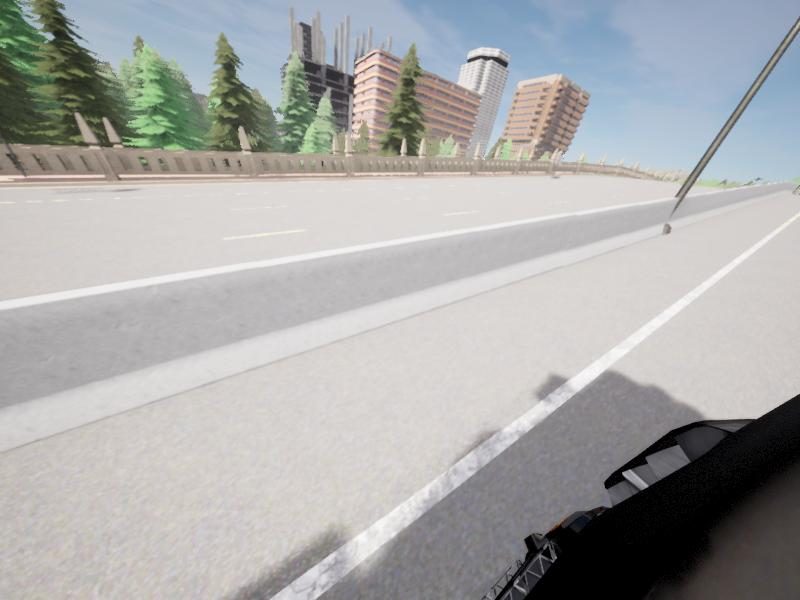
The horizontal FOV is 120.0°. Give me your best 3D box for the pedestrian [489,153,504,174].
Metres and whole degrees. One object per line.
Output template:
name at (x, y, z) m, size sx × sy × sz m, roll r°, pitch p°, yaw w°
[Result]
pedestrian at (10.720, -15.140, 25.702) m, size 0.751 × 1.860 × 0.751 m, roll -9°, pitch 35°, yaw -30°
